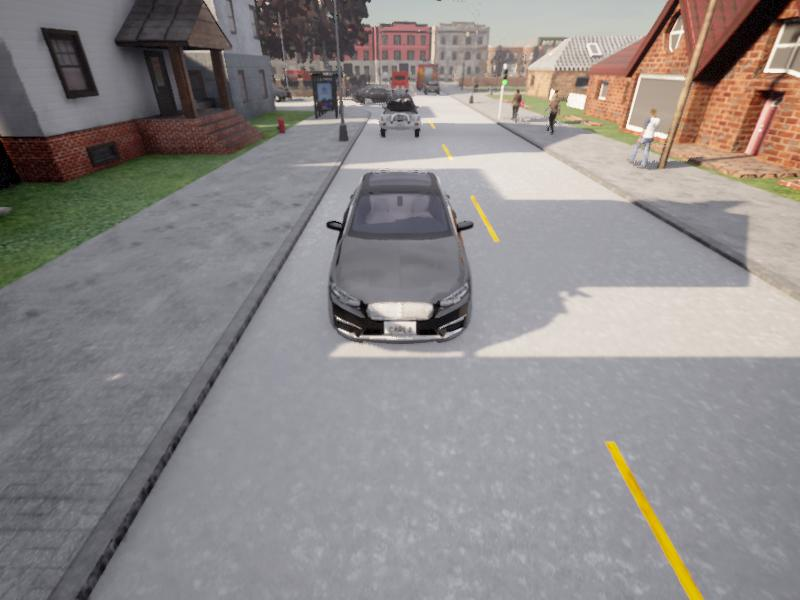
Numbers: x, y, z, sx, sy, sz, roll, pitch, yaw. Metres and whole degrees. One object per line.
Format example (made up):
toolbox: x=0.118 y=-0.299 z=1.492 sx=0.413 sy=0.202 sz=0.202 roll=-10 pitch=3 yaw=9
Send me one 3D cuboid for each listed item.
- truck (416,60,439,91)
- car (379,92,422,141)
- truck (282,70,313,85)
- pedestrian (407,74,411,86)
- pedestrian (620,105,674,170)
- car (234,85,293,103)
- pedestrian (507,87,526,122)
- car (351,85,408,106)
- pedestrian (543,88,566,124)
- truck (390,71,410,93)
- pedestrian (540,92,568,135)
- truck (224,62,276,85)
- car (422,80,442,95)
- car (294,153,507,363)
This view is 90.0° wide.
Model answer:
truck: x=3.997 y=-33.676 z=59.987 sx=2.891 sy=3.827 sz=8.468 roll=0 pitch=30 yaw=0
car: x=0.034 y=-9.405 z=20.300 sx=1.932 sy=1.855 sz=4.605 roll=0 pitch=30 yaw=1
truck: x=-19.901 y=-43.458 z=78.098 sx=5.204 sy=2.467 sz=2.627 roll=0 pitch=30 yaw=-1
pedestrian: x=1.604 y=-39.229 z=71.404 sx=0.751 sy=1.860 sz=0.751 roll=-4 pitch=30 yaw=-7
pedestrian: x=7.923 y=-5.241 z=12.921 sx=0.751 sy=1.860 sz=0.751 roll=-2 pitch=30 yaw=-4
car: x=-13.236 y=-20.213 z=39.191 sx=4.902 sy=1.511 sz=2.128 roll=0 pitch=30 yaw=0
pedestrian: x=7.009 y=-11.758 z=24.096 sx=0.751 sy=1.860 sz=0.751 roll=2 pitch=30 yaw=3
car: x=-1.887 y=-18.829 z=36.841 sx=4.892 sy=1.490 sz=1.837 roll=-10 pitch=33 yaw=-16
pedestrian: x=9.113 y=-11.463 z=23.590 sx=0.751 sy=1.860 sz=0.751 roll=0 pitch=30 yaw=1
truck: x=-0.015 y=-30.483 z=55.855 sx=2.627 sy=2.467 sz=5.204 roll=0 pitch=30 yaw=0
pedestrian: x=7.488 y=-9.094 z=19.529 sx=0.751 sy=1.860 sz=0.751 roll=-1 pitch=30 yaw=-2
truck: x=-29.062 y=-44.044 z=77.755 sx=8.468 sy=3.827 sz=2.891 roll=0 pitch=30 yaw=0
car: x=3.992 y=-26.898 z=50.659 sx=2.128 sy=1.511 sz=4.902 roll=0 pitch=30 yaw=0
car: x=0.001 y=-1.142 z=6.492 sx=2.128 sy=1.511 sz=4.902 roll=0 pitch=30 yaw=0
